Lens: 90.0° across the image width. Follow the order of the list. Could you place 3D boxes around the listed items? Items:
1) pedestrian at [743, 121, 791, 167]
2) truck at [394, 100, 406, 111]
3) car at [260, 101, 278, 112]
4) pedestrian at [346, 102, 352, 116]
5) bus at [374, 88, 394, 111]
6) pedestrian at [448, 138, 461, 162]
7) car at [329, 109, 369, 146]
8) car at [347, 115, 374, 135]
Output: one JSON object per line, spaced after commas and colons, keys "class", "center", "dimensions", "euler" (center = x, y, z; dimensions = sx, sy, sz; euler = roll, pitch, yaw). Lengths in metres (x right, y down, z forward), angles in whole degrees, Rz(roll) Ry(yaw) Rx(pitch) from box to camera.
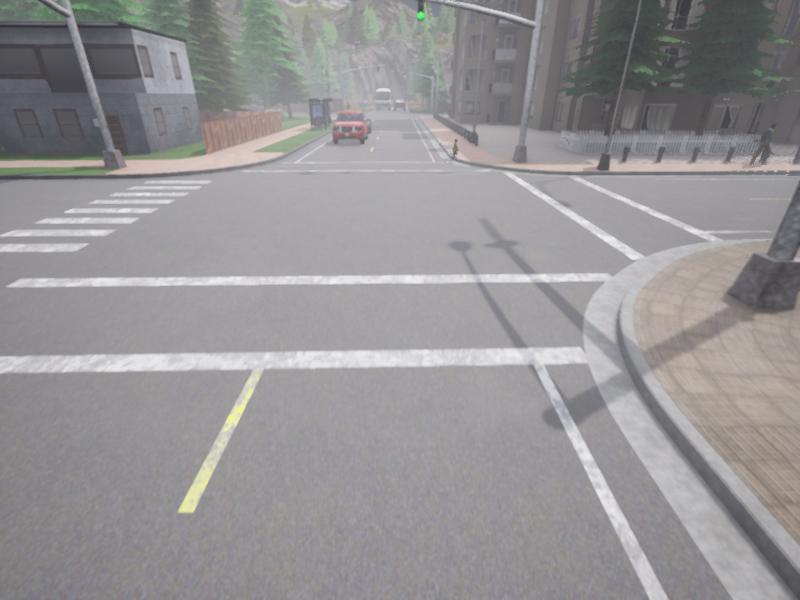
{"class": "pedestrian", "center": [16.551, -7.040, 18.082], "dimensions": [0.751, 1.860, 0.751], "euler": [0, 27, -1]}
{"class": "truck", "center": [-0.038, -41.809, 85.959], "dimensions": [2.390, 2.098, 6.274], "euler": [0, 27, 0]}
{"class": "car", "center": [-25.052, -37.250, 76.849], "dimensions": [1.932, 1.855, 4.605], "euler": [0, 27, -1]}
{"class": "pedestrian", "center": [-7.734, -29.042, 60.875], "dimensions": [0.751, 1.860, 0.751], "euler": [-9, 29, -17]}
{"class": "bus", "center": [-3.414, -43.736, 87.345], "dimensions": [3.944, 4.253, 10.273], "euler": [0, 27, 0]}
{"class": "pedestrian", "center": [2.732, -7.531, 20.105], "dimensions": [0.500, 1.100, 0.500], "euler": [-2, 27, -4]}
{"class": "car", "center": [-3.508, -12.508, 28.804], "dimensions": [2.150, 2.045, 5.566], "euler": [0, 27, 0]}
{"class": "car", "center": [-3.514, -15.852, 36.075], "dimensions": [1.994, 1.385, 4.181], "euler": [0, 27, 0]}
